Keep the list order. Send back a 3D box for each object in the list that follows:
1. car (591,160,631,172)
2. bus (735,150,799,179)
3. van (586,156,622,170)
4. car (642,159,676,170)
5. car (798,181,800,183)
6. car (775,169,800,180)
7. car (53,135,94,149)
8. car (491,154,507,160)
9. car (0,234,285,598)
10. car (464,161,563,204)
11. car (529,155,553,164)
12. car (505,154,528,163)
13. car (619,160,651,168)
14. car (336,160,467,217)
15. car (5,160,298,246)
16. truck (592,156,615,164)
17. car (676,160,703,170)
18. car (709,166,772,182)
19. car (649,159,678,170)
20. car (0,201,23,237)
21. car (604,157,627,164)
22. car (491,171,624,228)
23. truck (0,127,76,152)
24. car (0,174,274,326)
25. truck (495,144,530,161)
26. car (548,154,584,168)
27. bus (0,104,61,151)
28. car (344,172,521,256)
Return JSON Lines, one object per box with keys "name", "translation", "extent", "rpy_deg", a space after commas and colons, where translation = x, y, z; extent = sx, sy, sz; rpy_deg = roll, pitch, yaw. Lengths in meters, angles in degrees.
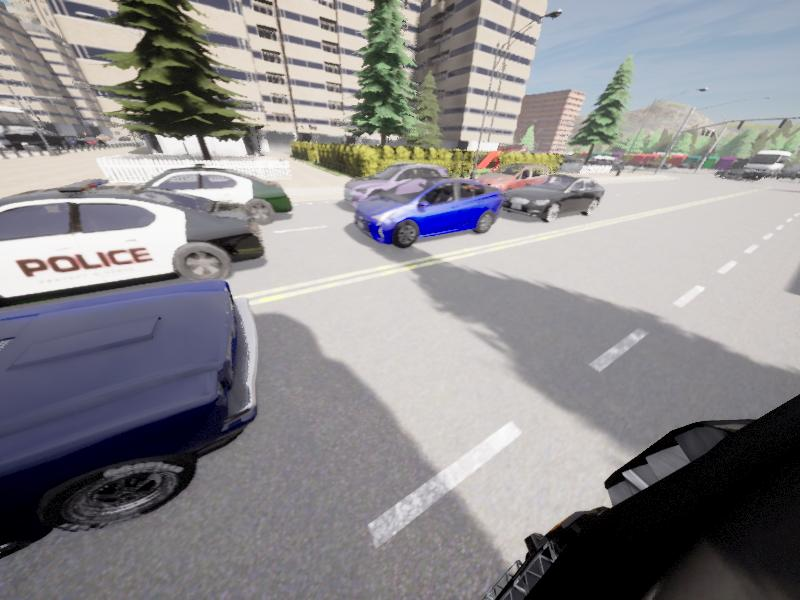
{"name": "car", "translation": [38.878, -24.858, 42.720], "extent": [2.128, 1.511, 4.902], "rpy_deg": [-16, 38, -26]}
{"name": "bus", "translation": [70.354, -26.023, 44.297], "extent": [10.273, 4.253, 3.944], "rpy_deg": [-15, 38, -25]}
{"name": "van", "translation": [40.560, -27.283, 46.009], "extent": [2.069, 2.038, 4.480], "rpy_deg": [-16, 38, -26]}
{"name": "car", "translation": [59.899, -31.460, 53.555], "extent": [1.932, 1.855, 4.605], "rpy_deg": [-16, 38, -26]}
{"name": "car", "translation": [61.940, -18.202, 34.306], "extent": [4.856, 1.649, 2.033], "rpy_deg": [-16, 38, -26]}
{"name": "car", "translation": [72.072, -23.218, 42.703], "extent": [4.892, 1.490, 1.837], "rpy_deg": [-15, 38, -25]}
{"name": "car", "translation": [-46.300, -22.471, 32.916], "extent": [1.816, 1.474, 4.193], "rpy_deg": [-16, 38, -26]}
{"name": "car", "translation": [29.078, -42.190, 68.106], "extent": [1.970, 1.475, 3.806], "rpy_deg": [-16, 38, -26]}
{"name": "car", "translation": [-3.449, 0.870, 1.210], "extent": [4.718, 1.301, 1.895], "rpy_deg": [-16, 38, -26]}
{"name": "car", "translation": [6.190, -6.541, 12.698], "extent": [4.611, 1.667, 2.242], "rpy_deg": [-16, 38, -26]}
{"name": "car", "translation": [37.635, -37.579, 61.865], "extent": [2.152, 1.651, 5.027], "rpy_deg": [-16, 38, -26]}
{"name": "car", "translation": [30.440, -37.053, 60.371], "extent": [2.242, 1.667, 4.611], "rpy_deg": [-16, 38, -26]}
{"name": "car", "translation": [61.551, -35.832, 60.660], "extent": [2.033, 1.415, 5.357], "rpy_deg": [-16, 38, -26]}
{"name": "car", "translation": [0.107, -4.774, 9.638], "extent": [4.856, 1.649, 2.033], "rpy_deg": [-16, 38, -26]}
{"name": "car", "translation": [-5.912, -3.005, 6.630], "extent": [4.974, 1.542, 2.038], "rpy_deg": [-16, 38, -26]}
{"name": "truck", "translation": [63.536, -43.757, 72.098], "extent": [2.069, 2.038, 4.478], "rpy_deg": [-16, 38, -26]}
{"name": "car", "translation": [79.389, -37.038, 63.359], "extent": [1.905, 1.878, 3.866], "rpy_deg": [-16, 38, -26]}
{"name": "car", "translation": [50.376, -18.837, 34.414], "extent": [1.930, 1.638, 5.238], "rpy_deg": [6, 34, 4]}
{"name": "car", "translation": [62.430, -32.149, 54.780], "extent": [1.905, 1.878, 3.866], "rpy_deg": [-16, 38, -26]}
{"name": "car", "translation": [-11.336, -1.485, 3.955], "extent": [4.514, 1.525, 2.007], "rpy_deg": [-15, 38, -25]}
{"name": "car", "translation": [70.613, -45.746, 75.772], "extent": [1.932, 1.855, 4.605], "rpy_deg": [-16, 38, -26]}
{"name": "car", "translation": [6.467, -4.312, 9.517], "extent": [4.902, 1.511, 2.128], "rpy_deg": [-16, 38, -26]}
{"name": "truck", "translation": [-42.558, -18.942, 27.334], "extent": [2.390, 2.098, 6.274], "rpy_deg": [-15, 38, -25]}
{"name": "car", "translation": [-5.081, -1.001, 3.685], "extent": [4.974, 1.542, 2.038], "rpy_deg": [-16, 38, -26]}
{"name": "truck", "translation": [32.845, -43.399, 67.996], "extent": [2.891, 3.827, 8.468], "rpy_deg": [-16, 38, -26]}
{"name": "car", "translation": [34.696, -29.217, 48.471], "extent": [2.150, 2.045, 5.566], "rpy_deg": [-16, 38, -26]}
{"name": "bus", "translation": [-46.664, -20.028, 26.720], "extent": [3.944, 4.253, 10.273], "rpy_deg": [-16, 38, -26]}
{"name": "car", "translation": [0.958, -2.734, 6.733], "extent": [4.514, 1.525, 2.007], "rpy_deg": [-16, 38, -26]}
